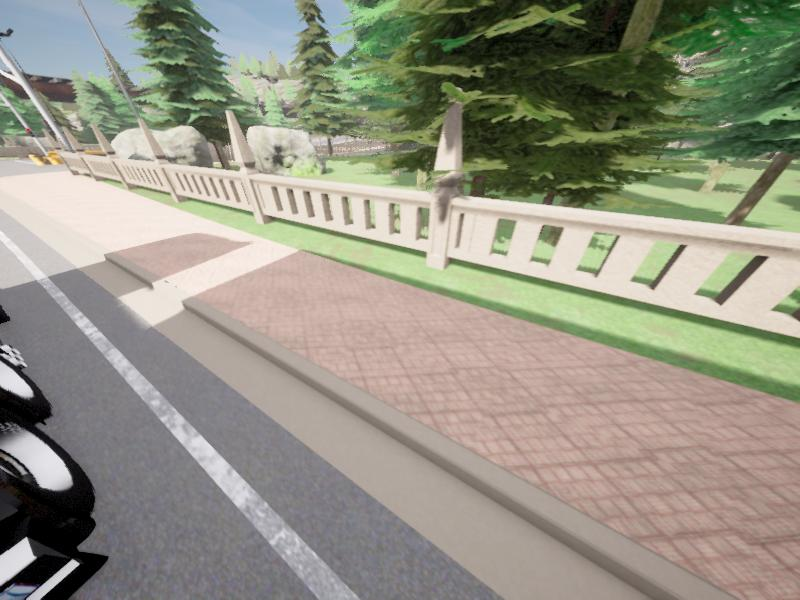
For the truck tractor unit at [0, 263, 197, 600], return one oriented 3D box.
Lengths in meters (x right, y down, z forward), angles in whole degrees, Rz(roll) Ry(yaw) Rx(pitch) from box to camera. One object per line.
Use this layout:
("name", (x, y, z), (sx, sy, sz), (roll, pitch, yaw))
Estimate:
("truck tractor unit", (-5.108, -0.305, 0.777), (6.516, 4.208, 3.053), (19, 39, 24))
